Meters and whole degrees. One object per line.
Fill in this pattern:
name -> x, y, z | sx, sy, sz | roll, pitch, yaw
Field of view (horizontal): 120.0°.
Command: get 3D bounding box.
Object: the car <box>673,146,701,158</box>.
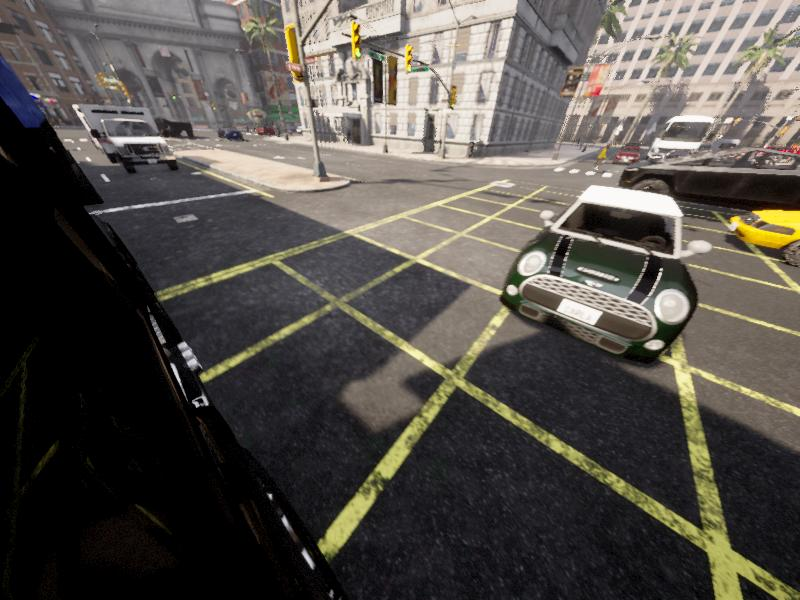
car -> 46.903, -24.325, 37.897 | 2.033, 1.411, 5.357 | 28, 44, 30

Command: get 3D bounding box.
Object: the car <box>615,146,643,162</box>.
car -> 27.428, -17.531, 27.684 | 1.895, 1.301, 4.718 | 28, 44, 30

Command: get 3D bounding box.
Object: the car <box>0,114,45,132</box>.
car -> -46.382, -20.657, 26.907 | 5.027, 1.651, 2.152 | -21, 43, -28

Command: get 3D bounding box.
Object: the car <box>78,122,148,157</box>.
car -> -19.608, -11.021, 15.746 | 4.856, 1.649, 2.033 | 28, 44, 30

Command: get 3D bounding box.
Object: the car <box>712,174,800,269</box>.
car -> 10.711, -1.083, 4.449 | 5.366, 1.575, 1.801 | 28, 44, 30

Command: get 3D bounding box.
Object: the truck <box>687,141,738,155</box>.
truck -> 68.556, -33.455, 50.853 | 6.274, 2.098, 2.390 | 12, 38, 12

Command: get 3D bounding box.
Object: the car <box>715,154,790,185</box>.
car -> 25.372, -9.621, 16.855 | 1.816, 1.474, 4.193 | 28, 44, 30

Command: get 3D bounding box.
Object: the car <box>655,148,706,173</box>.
car -> 25.065, -12.702, 20.899 | 2.038, 1.542, 4.974 | 28, 44, 29

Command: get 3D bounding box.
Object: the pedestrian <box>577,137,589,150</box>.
pedestrian -> 32.087, -27.514, 40.529 | 0.751, 1.860, 0.751 | 30, 45, 32

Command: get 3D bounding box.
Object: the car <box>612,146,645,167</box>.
car -> 23.061, -14.563, 23.325 | 1.812, 1.442, 4.674 | 28, 44, 30

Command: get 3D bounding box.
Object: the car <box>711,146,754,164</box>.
car -> 44.598, -19.633, 31.160 | 2.097, 1.767, 4.553 | 28, 44, 30

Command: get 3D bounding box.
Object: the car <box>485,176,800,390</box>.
car -> 3.279, -0.854, 3.762 | 1.970, 1.475, 3.806 | 28, 44, 30

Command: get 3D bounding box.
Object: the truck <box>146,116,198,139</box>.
truck -> -29.263, -22.218, 29.676 | 6.274, 2.098, 2.390 | 23, 42, 25

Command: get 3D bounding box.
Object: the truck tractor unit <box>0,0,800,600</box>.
truck tractor unit -> -2.645, -0.295, 0.351 | 6.516, 4.208, 3.053 | 28, 44, 30

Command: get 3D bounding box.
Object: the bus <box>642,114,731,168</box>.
bus -> 31.736, -18.248, 26.449 | 3.944, 4.253, 10.273 | 28, 44, 30

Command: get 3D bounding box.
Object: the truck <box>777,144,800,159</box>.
truck -> 81.916, -29.883, 46.628 | 5.204, 2.467, 2.627 | 28, 44, 30

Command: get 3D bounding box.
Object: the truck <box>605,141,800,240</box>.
truck -> 11.245, -3.750, 7.610 | 6.274, 2.098, 2.390 | 28, 44, 30

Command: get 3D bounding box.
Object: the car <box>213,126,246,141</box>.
car -> -21.657, -21.162, 29.360 | 4.181, 1.385, 1.994 | 31, 45, 32

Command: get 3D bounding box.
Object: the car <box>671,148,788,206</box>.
car -> 15.447, -6.163, 11.278 | 1.932, 1.855, 4.605 | 28, 43, 30

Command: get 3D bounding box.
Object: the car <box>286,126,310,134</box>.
car -> -23.706, -39.775, 53.991 | 1.812, 1.442, 4.674 | 28, 44, 30

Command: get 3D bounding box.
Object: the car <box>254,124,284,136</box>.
car -> -23.125, -30.067, 40.944 | 1.851, 1.617, 3.988 | 18, 40, 20

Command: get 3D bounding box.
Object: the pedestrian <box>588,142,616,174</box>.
pedestrian -> 14.385, -10.133, 16.480 | 0.751, 1.860, 0.751 | 22, 41, 24

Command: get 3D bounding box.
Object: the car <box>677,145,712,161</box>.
car -> 42.021, -21.102, 33.100 | 2.152, 1.651, 5.027 | 29, 44, 30

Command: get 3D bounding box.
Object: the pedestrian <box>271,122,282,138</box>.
pedestrian -> -18.308, -25.235, 34.299 | 0.751, 1.860, 0.751 | 4, 37, 2

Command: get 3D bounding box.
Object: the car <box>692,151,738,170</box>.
car -> 32.791, -14.663, 24.198 | 1.895, 1.301, 4.718 | 28, 44, 30

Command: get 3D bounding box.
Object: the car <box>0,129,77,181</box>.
car -> -16.381, -6.462, 10.064 | 5.357, 1.411, 2.033 | 28, 44, 30

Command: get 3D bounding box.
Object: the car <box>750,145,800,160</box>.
car -> 73.504, -28.671, 44.840 | 5.566, 2.045, 2.150 | 23, 41, 25

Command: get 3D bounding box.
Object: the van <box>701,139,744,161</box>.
van -> 49.223, -23.092, 35.444 | 1.988, 2.561, 5.915 | 28, 44, 30

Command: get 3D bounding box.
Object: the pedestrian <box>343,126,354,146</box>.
pedestrian -> -6.013, -19.151, 26.963 | 0.751, 1.860, 0.751 | 31, 45, 32

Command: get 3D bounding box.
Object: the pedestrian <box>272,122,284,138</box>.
pedestrian -> -17.895, -24.927, 33.914 | 0.751, 1.860, 0.751 | 21, 40, 23

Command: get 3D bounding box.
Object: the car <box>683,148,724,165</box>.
car -> 37.395, -17.835, 28.638 | 2.033, 1.411, 5.357 | 28, 44, 30

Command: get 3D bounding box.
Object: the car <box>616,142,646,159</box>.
car -> 31.973, -20.764, 31.972 | 2.242, 1.667, 4.611 | 28, 44, 30

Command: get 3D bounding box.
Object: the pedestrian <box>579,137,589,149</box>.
pedestrian -> 35.274, -30.188, 44.297 | 0.751, 1.860, 0.751 | -22, 43, -29

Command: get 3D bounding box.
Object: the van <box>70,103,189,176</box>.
van -> -13.720, -8.205, 11.696 | 6.366, 2.431, 2.351 | 28, 44, 30

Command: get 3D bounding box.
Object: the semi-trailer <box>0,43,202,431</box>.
semi-trailer -> -8.695, -3.610, 4.228 | 14.254, 4.402, 2.717 | 28, 44, 30
